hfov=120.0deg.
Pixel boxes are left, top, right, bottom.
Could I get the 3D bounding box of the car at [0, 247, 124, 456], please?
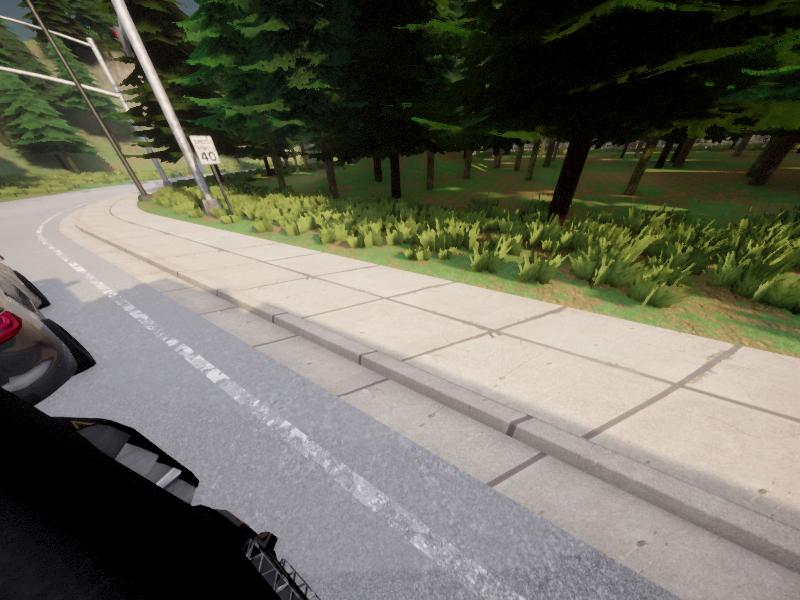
[{"bbox_3d":[-5.790,0.288,2.440,4.611,1.667,2.242,16,38,26],"label":"car"}]
